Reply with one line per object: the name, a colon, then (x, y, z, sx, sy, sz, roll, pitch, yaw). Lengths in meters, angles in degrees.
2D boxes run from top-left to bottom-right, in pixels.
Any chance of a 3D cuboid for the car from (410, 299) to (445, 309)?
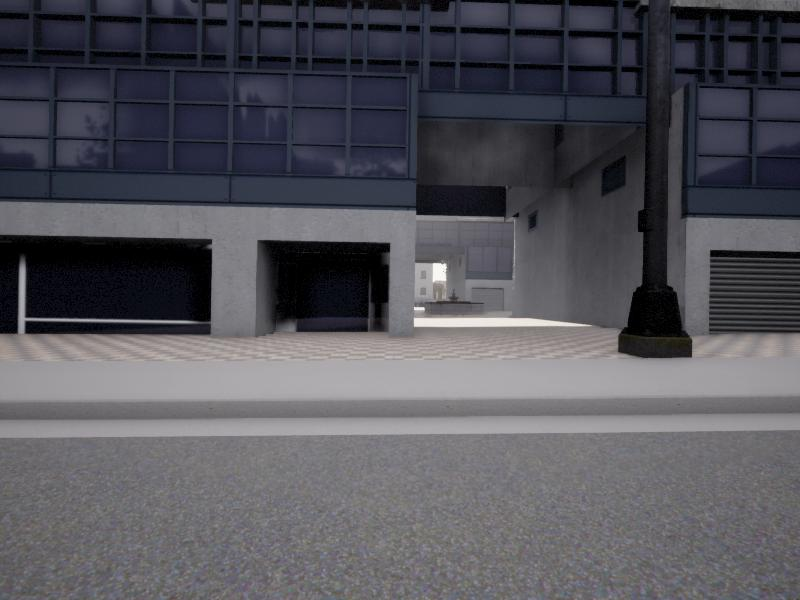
car: (4.277, 0.602, 62.857, 5.357, 1.411, 2.033, 1, 0, -3)
